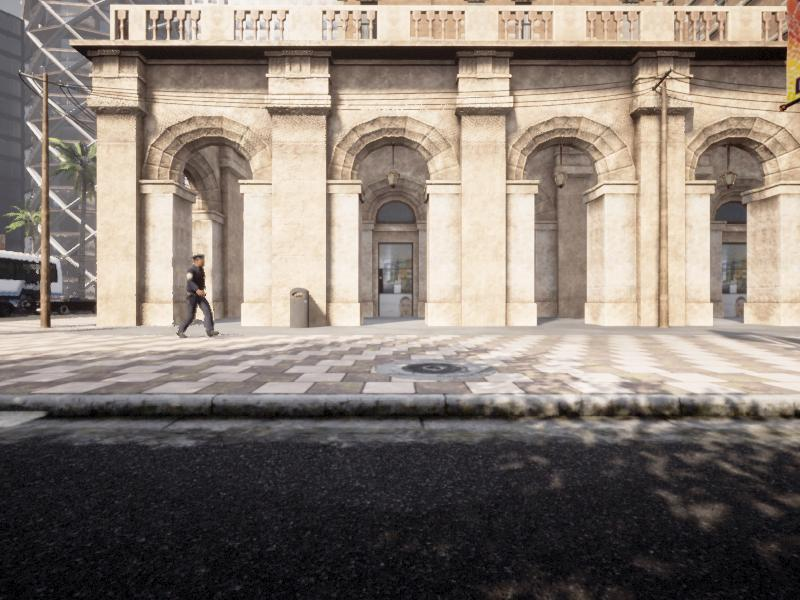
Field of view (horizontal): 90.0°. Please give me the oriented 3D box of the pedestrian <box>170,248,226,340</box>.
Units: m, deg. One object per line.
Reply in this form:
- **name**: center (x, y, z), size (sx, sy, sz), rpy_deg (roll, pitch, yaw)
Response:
- **pedestrian**: center (-4.303, -0.116, 8.542), size (0.751, 1.860, 0.751), rpy_deg (0, 0, 16)

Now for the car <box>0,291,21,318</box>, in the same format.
- **car**: center (-23.029, 0.251, 21.246), size (1.816, 1.474, 4.193), rpy_deg (0, 0, 0)

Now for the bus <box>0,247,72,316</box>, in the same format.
- **bus**: center (-26.412, -1.135, 24.678), size (3.944, 4.253, 10.273), rpy_deg (0, 0, 0)

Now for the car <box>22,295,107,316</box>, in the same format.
- **car**: center (-23.035, 0.340, 27.750), size (1.895, 1.301, 4.718), rpy_deg (0, 0, 0)
